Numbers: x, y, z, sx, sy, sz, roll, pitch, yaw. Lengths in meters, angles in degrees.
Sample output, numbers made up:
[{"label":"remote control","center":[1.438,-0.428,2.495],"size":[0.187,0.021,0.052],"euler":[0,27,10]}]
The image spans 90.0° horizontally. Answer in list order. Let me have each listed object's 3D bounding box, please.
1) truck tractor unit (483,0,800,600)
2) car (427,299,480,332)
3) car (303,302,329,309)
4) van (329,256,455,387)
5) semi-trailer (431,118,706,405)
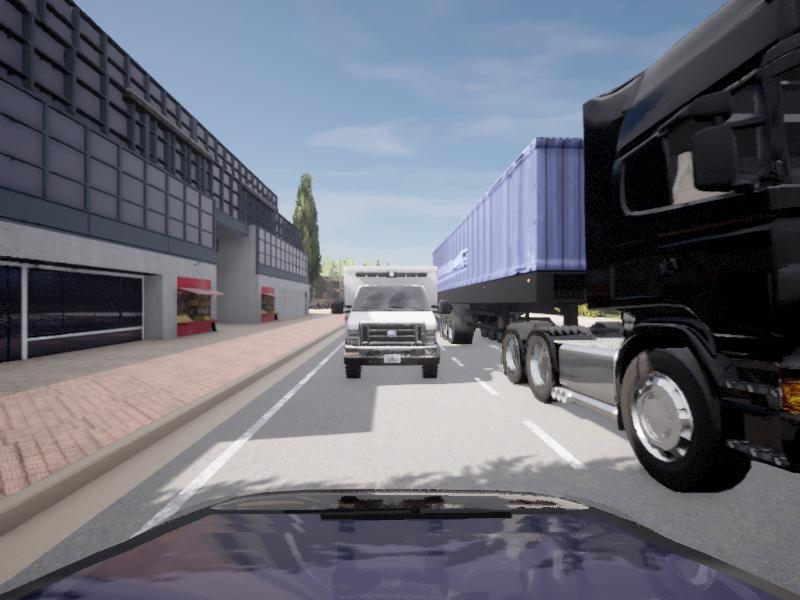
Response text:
[{"label":"truck tractor unit","center":[3.430,-0.509,5.399],"size":[3.053,4.208,6.516],"euler":[0,-1,-2]},{"label":"car","center":[2.870,0.816,22.573],"size":[2.242,1.667,4.611],"euler":[0,0,-2]},{"label":"car","center":[-16.862,1.047,80.404],"size":[4.792,1.488,2.163],"euler":[0,0,-2]},{"label":"van","center":[-0.247,0.406,10.666],"size":[2.351,2.431,6.366],"euler":[0,0,-2]},{"label":"semi-trailer","center":[3.171,-0.584,13.304],"size":[2.717,4.402,14.254],"euler":[0,0,-2]}]
